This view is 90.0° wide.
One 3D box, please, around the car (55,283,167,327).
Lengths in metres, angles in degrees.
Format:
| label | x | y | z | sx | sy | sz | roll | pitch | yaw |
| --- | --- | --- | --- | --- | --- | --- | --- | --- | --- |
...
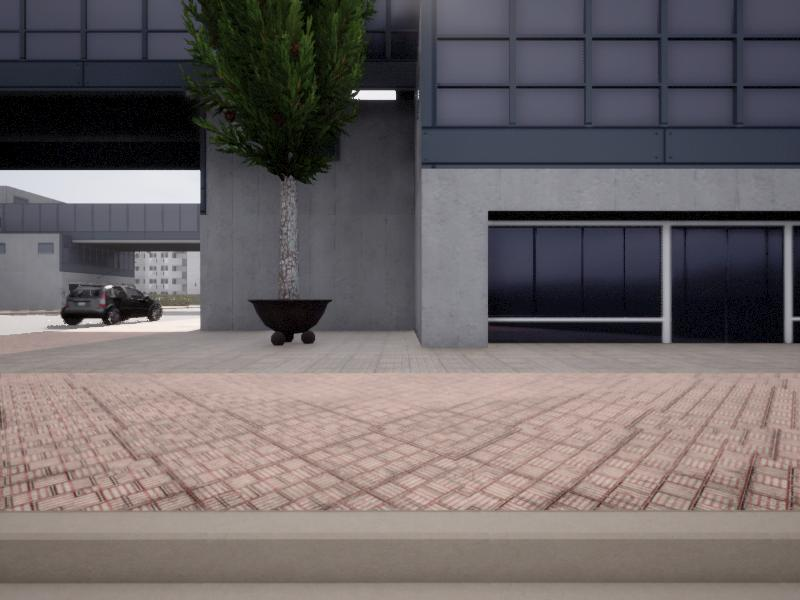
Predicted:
| label | x | y | z | sx | sy | sz | roll | pitch | yaw |
| --- | --- | --- | --- | --- | --- | --- | --- | --- | --- |
| car | -11.939 | 0.188 | 16.907 | 1.851 | 1.617 | 3.988 | 0 | 0 | 0 |
